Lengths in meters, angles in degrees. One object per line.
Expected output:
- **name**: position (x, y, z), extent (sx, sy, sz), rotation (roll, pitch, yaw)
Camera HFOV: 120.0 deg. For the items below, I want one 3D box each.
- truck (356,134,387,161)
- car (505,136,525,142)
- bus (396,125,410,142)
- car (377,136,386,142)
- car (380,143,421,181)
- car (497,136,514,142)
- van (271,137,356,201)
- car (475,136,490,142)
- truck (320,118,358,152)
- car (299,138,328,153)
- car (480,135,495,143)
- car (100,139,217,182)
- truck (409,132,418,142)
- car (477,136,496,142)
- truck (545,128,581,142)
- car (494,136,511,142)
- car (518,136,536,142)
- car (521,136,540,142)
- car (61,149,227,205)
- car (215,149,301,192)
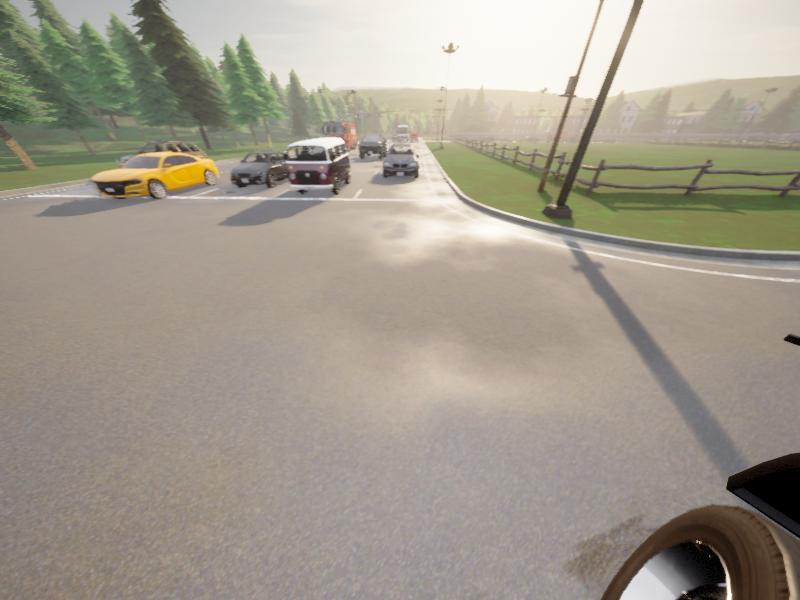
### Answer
- **truck**: position (-2.806, -16.471, 24.809), extent (2.390, 2.098, 6.274), rotation (1, 36, 1)
- **car**: position (36.954, -51.645, 74.232), extent (5.366, 1.575, 1.801), rotation (2, 36, 2)
- **bus**: position (1.174, -53.284, 73.939), extent (3.944, 4.253, 10.273), rotation (2, 36, 3)
- **car**: position (-5.968, -52.092, 74.735), extent (2.152, 1.651, 5.027), rotation (2, 36, 3)
- **car**: position (0.087, -9.015, 14.874), extent (2.242, 1.667, 4.611), rotation (1, 36, 1)
- **car**: position (35.207, -53.732, 77.165), extent (4.792, 1.488, 2.163), rotation (2, 36, 2)
- **van**: position (-3.556, -6.218, 10.654), extent (2.069, 2.038, 4.480), rotation (1, 37, 1)
- **car**: position (27.580, -54.002, 77.481), extent (4.193, 1.474, 1.816), rotation (2, 36, 2)
- **truck**: position (-8.913, -25.002, 35.101), extent (2.891, 3.827, 8.468), rotation (2, 36, 3)
- **car**: position (-12.555, -22.795, 33.903), extent (2.152, 1.651, 5.027), rotation (2, 36, 3)
- **car**: position (27.059, -50.073, 71.710), extent (3.866, 1.878, 1.905), rotation (2, 36, 2)
- **car**: position (-13.966, -8.532, 13.937), extent (1.932, 1.855, 4.605), rotation (2, 36, 2)
- **truck**: position (4.237, -49.493, 70.240), extent (2.627, 2.467, 5.204), rotation (2, 36, 3)
- **car**: position (27.824, -52.005, 74.585), extent (5.238, 1.638, 1.930), rotation (2, 36, 2)
- **truck**: position (53.320, -54.054, 75.721), extent (8.468, 3.827, 2.891), rotation (2, 36, 2)
- **car**: position (35.484, -55.800, 79.977), extent (5.008, 1.535, 1.882), rotation (2, 36, 2)
- **car**: position (43.671, -55.474, 79.662), extent (4.902, 1.511, 2.128), rotation (2, 36, 2)
- **car**: position (43.270, -53.473, 76.810), extent (5.008, 1.535, 1.882), rotation (2, 36, 2)
- **car**: position (-10.567, -5.703, 10.333), extent (1.882, 1.535, 5.008), rotation (1, 36, 1)
- **car**: position (-7.028, -6.907, 12.077), extent (1.816, 1.474, 4.193), rotation (1, 36, 1)
